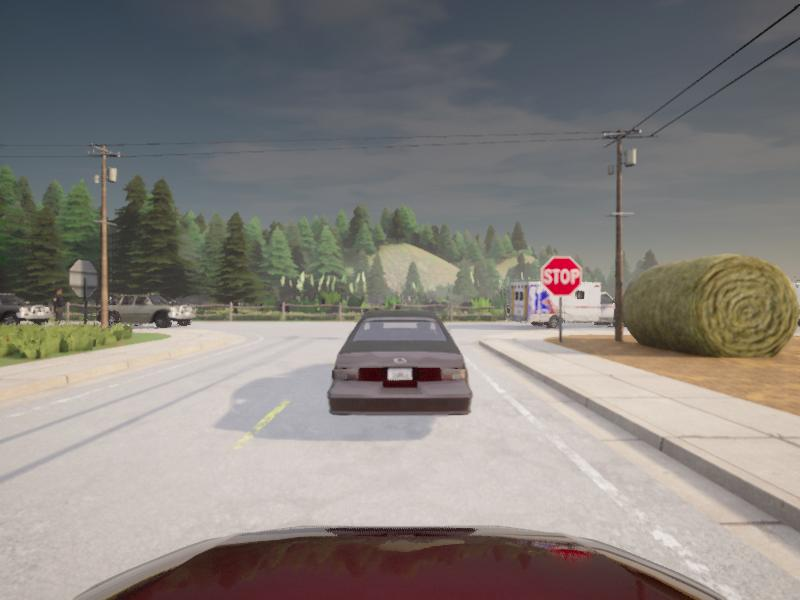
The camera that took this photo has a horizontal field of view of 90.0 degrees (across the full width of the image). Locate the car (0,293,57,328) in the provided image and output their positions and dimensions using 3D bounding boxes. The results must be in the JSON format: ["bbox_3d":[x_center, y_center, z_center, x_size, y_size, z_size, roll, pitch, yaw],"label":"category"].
[{"bbox_3d":[-21.876,0.553,21.918,4.605,1.855,1.932,0,0,2],"label":"car"}]

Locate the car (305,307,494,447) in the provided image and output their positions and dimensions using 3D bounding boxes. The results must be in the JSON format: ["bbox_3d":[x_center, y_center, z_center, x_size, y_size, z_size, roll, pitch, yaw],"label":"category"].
[{"bbox_3d":[-0.001,0.874,6.985,2.033,1.411,5.357,0,0,0],"label":"car"}]

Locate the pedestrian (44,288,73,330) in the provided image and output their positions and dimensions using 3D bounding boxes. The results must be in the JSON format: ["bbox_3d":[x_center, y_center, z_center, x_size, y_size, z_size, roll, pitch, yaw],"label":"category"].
[{"bbox_3d":[-15.315,0.397,17.947,0.751,1.860,0.751,0,0,-17],"label":"pedestrian"}]

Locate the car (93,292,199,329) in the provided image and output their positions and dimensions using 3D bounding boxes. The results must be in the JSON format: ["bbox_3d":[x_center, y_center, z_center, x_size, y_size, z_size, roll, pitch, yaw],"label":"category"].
[{"bbox_3d":[-13.515,0.558,21.417,4.605,1.855,1.932,-1,0,6],"label":"car"}]

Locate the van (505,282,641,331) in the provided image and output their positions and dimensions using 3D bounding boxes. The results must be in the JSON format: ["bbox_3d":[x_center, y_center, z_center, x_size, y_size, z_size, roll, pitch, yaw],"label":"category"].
[{"bbox_3d":[9.190,0.280,21.595,6.366,2.431,2.351,0,2,-7],"label":"van"}]

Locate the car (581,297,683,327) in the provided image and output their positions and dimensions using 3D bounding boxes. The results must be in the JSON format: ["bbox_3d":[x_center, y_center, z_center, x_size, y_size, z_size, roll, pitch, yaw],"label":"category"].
[{"bbox_3d":[13.647,0.672,23.770,4.856,1.649,2.033,0,0,3],"label":"car"}]

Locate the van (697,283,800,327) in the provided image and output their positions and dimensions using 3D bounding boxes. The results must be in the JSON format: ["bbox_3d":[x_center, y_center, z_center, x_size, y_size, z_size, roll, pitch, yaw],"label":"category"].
[{"bbox_3d":[21.502,0.274,23.394,6.366,2.431,2.351,0,0,3],"label":"van"}]
